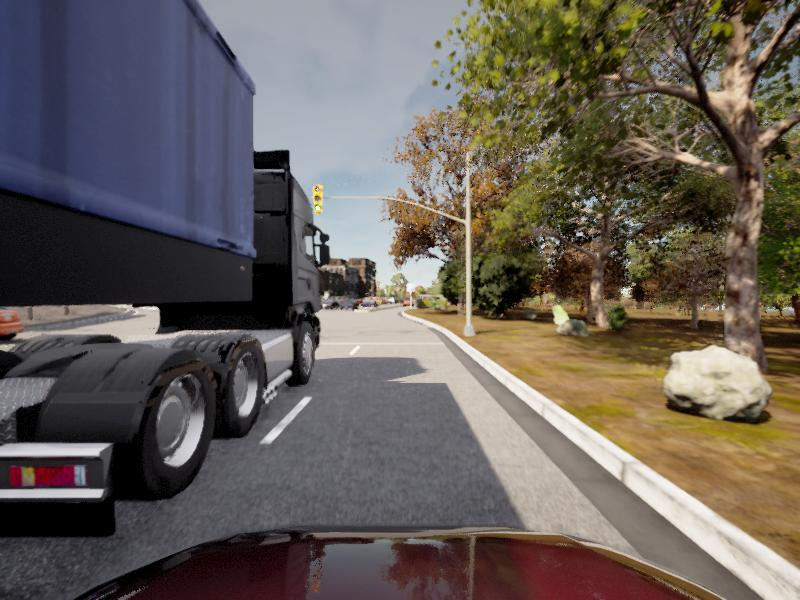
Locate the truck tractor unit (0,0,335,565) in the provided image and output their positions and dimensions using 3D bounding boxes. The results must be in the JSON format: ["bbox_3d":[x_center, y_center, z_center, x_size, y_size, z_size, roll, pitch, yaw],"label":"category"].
[{"bbox_3d":[-2.994,-0.517,5.660,3.053,4.208,6.516,0,0,0],"label":"truck tractor unit"}]

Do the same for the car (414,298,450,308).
[{"bbox_3d":[5.005,0.503,63.558,5.366,1.575,1.946,1,0,-13],"label":"car"}]

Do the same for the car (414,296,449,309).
[{"bbox_3d":[4.502,0.395,57.711,4.553,1.767,2.185,1,0,-14],"label":"car"}]

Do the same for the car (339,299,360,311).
[{"bbox_3d":[-6.581,0.586,52.222,1.816,1.474,4.193,0,0,5],"label":"car"}]

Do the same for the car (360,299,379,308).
[{"bbox_3d":[-5.046,0.555,66.588,2.163,1.488,4.792,0,0,7],"label":"car"}]

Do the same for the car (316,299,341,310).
[{"bbox_3d":[-9.477,0.574,53.577,2.128,1.511,4.902,0,0,5],"label":"car"}]

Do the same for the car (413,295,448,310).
[{"bbox_3d":[4.126,0.300,54.740,4.442,1.987,1.878,1,0,-14],"label":"car"}]

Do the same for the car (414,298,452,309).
[{"bbox_3d":[5.030,0.513,60.706,5.366,1.575,1.946,1,0,-13],"label":"car"}]
